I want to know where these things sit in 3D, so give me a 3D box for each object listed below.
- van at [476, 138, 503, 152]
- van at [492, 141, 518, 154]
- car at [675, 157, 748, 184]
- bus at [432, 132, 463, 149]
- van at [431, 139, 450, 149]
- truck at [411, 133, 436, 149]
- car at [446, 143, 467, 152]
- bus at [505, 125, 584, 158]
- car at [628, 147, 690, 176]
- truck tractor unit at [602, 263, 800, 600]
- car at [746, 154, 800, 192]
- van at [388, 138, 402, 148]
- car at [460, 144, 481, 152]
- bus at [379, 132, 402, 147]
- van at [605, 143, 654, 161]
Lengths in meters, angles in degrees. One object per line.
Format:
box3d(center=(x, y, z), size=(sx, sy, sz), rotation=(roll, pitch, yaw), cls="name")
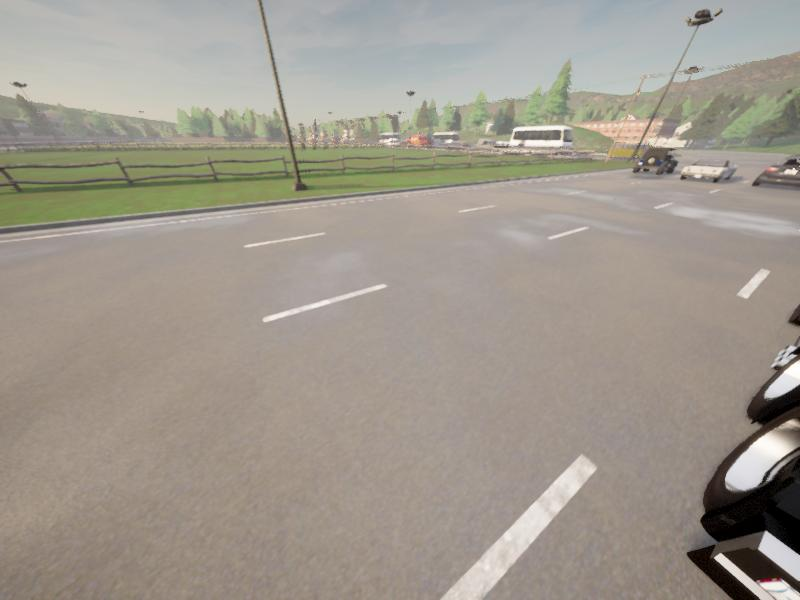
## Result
box3d(center=(21.507, -37.603, 56.040), size=(1.988, 2.561, 5.915), rotation=(-18, 40, -25), cls="van")
box3d(center=(22.326, -32.676, 49.414), size=(2.069, 2.038, 4.480), rotation=(-19, 40, -25), cls="van")
box3d(center=(22.069, -9.240, 16.369), size=(4.718, 1.301, 1.895), rotation=(-18, 39, -25), cls="car")
box3d(center=(15.244, -52.345, 75.701), size=(3.944, 4.253, 10.273), rotation=(-18, 39, -25), cls="bus")
box3d(center=(12.809, -49.891, 73.746), size=(2.351, 2.431, 6.366), rotation=(-18, 39, -25), cls="van")
box3d(center=(6.918, -48.326, 70.219), size=(2.891, 3.827, 8.468), rotation=(-18, 39, -25), cls="truck")
box3d(center=(13.541, -37.110, 56.040), size=(2.242, 1.667, 4.611), rotation=(-18, 39, -25), cls="car")
box3d(center=(24.535, -27.667, 40.304), size=(3.944, 4.253, 10.273), rotation=(-18, 39, -25), cls="bus")
box3d(center=(21.668, -11.677, 19.349), size=(3.866, 1.878, 1.905), rotation=(-18, 39, -25), cls="car")
box3d(center=(5.110, -0.301, 0.792), size=(6.516, 4.208, 3.053), rotation=(-18, 39, -24), cls="truck tractor unit")
box3d(center=(23.950, -7.710, 13.857), size=(4.611, 1.667, 2.242), rotation=(-16, 38, -22), cls="car")
box3d(center=(-1.639, -52.174, 76.768), size=(1.988, 2.561, 5.915), rotation=(-18, 39, -25), cls="van")
box3d(center=(17.139, -37.475, 56.750), size=(1.837, 1.490, 4.892), rotation=(-18, 40, -25), cls="car")
box3d(center=(-3.575, -58.802, 84.813), size=(3.944, 4.253, 10.273), rotation=(-18, 39, -25), cls="bus")
box3d(center=(33.806, -21.933, 34.129), size=(1.775, 1.987, 4.442), rotation=(-23, 41, -30), cls="van")
